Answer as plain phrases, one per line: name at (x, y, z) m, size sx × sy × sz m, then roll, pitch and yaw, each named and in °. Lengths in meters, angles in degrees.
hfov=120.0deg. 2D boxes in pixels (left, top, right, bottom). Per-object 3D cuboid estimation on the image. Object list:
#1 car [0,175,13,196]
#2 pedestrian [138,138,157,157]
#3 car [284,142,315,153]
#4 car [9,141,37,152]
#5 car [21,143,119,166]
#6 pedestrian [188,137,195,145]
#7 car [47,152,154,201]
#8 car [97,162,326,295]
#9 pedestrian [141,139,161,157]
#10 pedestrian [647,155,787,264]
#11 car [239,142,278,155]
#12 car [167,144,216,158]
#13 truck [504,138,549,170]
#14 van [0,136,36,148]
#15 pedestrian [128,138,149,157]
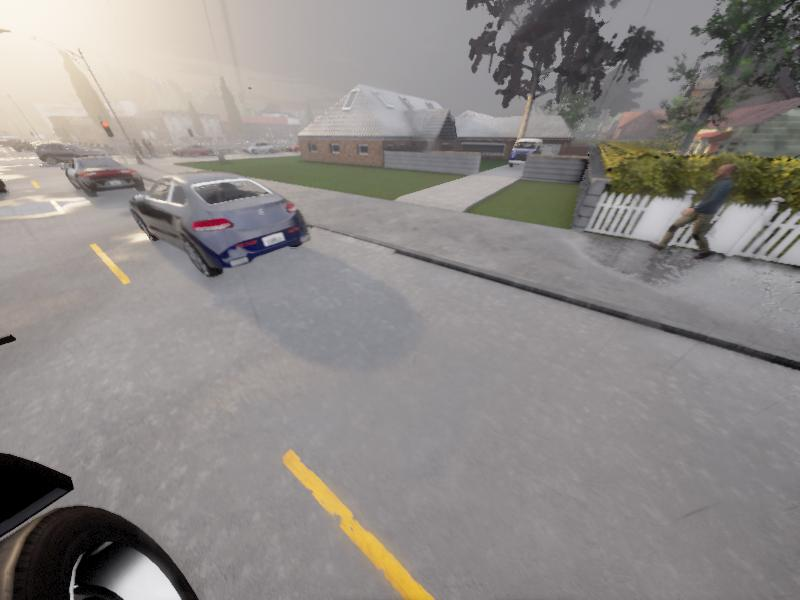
car at (-20.301, -5.730, 10.432) m, size 4.611 × 1.667 × 2.242 m, roll 22°, pitch 41°, yaw 28°
pedestrian at (-31.391, -18.965, 28.712) m, size 0.751 × 1.860 × 0.751 m, roll 19°, pitch 39°, yaw 25°
car at (-17.810, -27.249, 41.125) m, size 2.007 × 1.525 × 4.514 m, roll 22°, pitch 41°, yaw 28°
car at (-63.229, -25.809, 38.754) m, size 4.193 × 1.474 × 1.816 m, roll 22°, pitch 41°, yaw 28°
car at (-31.121, -13.957, 22.060) m, size 4.856 × 1.649 × 2.033 m, roll -11°, pitch 38°, yaw -16°
pedestrian at (-61.394, -46.796, 68.009) m, size 0.751 × 1.860 × 0.751 m, roll 27°, pitch 43°, yaw 33°
car at (-14.529, -6.145, 11.189) m, size 4.974 × 1.542 × 2.038 m, roll 22°, pitch 41°, yaw 28°
car at (-4.430, -2.098, 5.448) m, size 5.027 × 1.651 × 2.152 m, roll 22°, pitch 41°, yaw 28°
pedestrian at (-30.669, -18.736, 28.479) m, size 0.751 × 1.860 × 0.751 m, roll 0°, pitch 35°, yaw 0°
pedestrian at (6.161, -1.814, 4.702) m, size 0.751 × 1.860 × 0.751 m, roll 22°, pitch 40°, yaw 28°
car at (-22.033, -23.766, 36.146) m, size 2.007 × 1.525 × 4.514 m, roll 22°, pitch 41°, yaw 28°
car at (-27.115, -19.523, 30.219) m, size 1.994 × 1.385 × 4.181 m, roll 22°, pitch 41°, yaw 28°
truck at (10.756, -12.408, 19.511) m, size 2.069 × 2.038 × 4.478 m, roll 22°, pitch 41°, yaw 28°
van at (-86.434, -35.484, 51.809) m, size 4.480 × 2.038 × 2.069 m, roll -9°, pitch 37°, yaw -13°
pedestrian at (-31.659, -18.457, 27.989) m, size 0.751 × 1.860 × 0.751 m, roll 2°, pitch 35°, yaw 2°
